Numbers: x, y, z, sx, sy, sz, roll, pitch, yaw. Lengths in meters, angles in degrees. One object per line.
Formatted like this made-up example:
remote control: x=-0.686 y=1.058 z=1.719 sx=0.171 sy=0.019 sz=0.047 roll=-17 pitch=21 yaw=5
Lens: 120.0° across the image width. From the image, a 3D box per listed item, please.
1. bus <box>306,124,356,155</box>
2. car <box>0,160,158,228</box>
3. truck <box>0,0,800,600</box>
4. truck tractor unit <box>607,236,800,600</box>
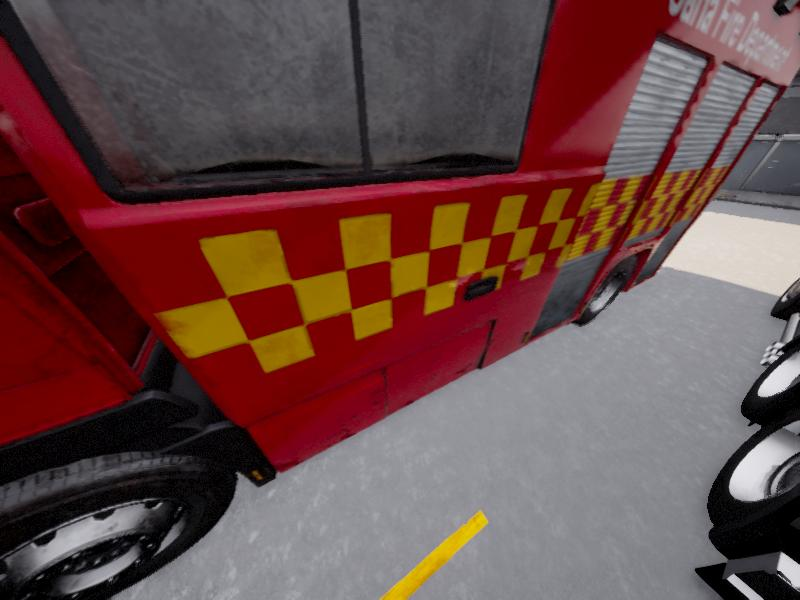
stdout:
bus: x=-12.459 y=-30.121 z=43.397 sx=3.944 sy=4.253 sz=10.273 roll=7 pitch=36 yaw=12
car: x=-11.054 y=-3.601 z=7.606 sx=3.705 sy=1.547 sz=1.789 roll=-18 pitch=39 yaw=-24
truck: x=0.066 y=-1.219 z=2.402 sx=8.468 sy=3.827 sz=2.891 roll=-17 pitch=39 yaw=-24
truck tractor unit: x=5.059 y=-0.350 z=0.844 sx=6.516 sy=4.208 sz=3.053 roll=-20 pitch=40 yaw=-26
